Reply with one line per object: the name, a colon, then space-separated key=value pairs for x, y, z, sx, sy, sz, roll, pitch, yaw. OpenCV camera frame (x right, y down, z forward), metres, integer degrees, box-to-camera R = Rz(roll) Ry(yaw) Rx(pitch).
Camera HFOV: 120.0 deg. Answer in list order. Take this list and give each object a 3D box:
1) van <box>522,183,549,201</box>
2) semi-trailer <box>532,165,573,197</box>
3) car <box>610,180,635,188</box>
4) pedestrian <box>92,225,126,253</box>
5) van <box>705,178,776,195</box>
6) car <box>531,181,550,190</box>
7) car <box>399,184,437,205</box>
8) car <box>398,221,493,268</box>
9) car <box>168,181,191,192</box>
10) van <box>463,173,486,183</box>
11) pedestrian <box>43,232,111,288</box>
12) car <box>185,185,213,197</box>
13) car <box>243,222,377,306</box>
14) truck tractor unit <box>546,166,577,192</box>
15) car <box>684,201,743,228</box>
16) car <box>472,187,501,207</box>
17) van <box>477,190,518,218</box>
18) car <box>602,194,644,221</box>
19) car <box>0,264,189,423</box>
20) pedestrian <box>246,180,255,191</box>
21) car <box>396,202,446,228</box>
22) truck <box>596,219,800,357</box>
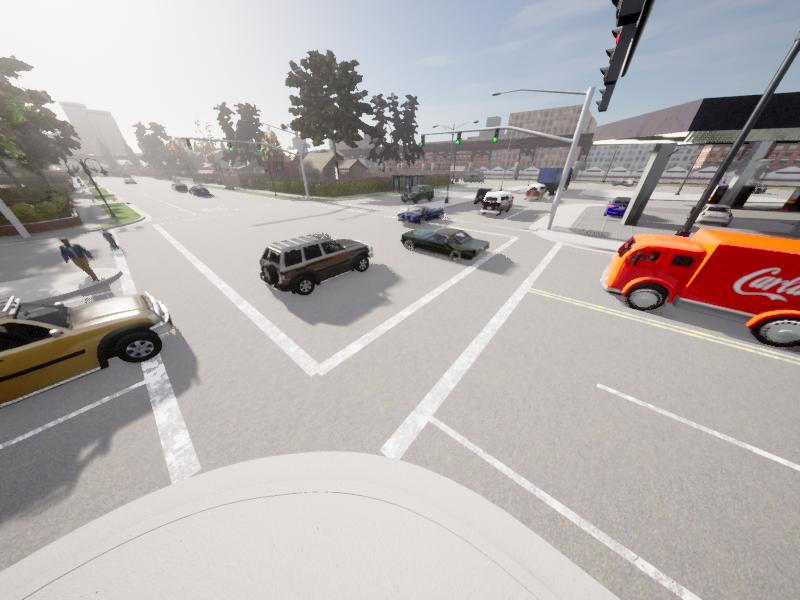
van: x=19.910 y=-15.874 z=33.866 sx=2.069 sy=2.038 sz=4.480 roll=22 pitch=37 yaw=33
semi-trailer: x=27.528 y=-21.509 z=41.241 sx=2.717 sy=4.402 sz=14.254 roll=23 pitch=37 yaw=34
car: x=52.803 y=-27.679 z=54.871 sx=3.806 sy=1.475 sz=1.970 roll=23 pitch=37 yaw=34
pedestrian: x=-16.436 y=-3.480 z=13.085 sx=0.751 sy=1.300 sz=0.751 roll=26 pitch=39 yaw=37
van: x=60.445 y=-20.389 z=41.292 sx=6.366 sy=2.431 sz=2.351 roll=23 pitch=37 yaw=35
car: x=30.204 y=-24.556 z=49.544 sx=2.033 sy=1.411 sz=5.357 roll=23 pitch=37 yaw=34
car: x=2.479 y=-14.378 z=31.262 sx=2.150 sy=2.045 sz=5.566 roll=23 pitch=37 yaw=34
car: x=2.301 y=-3.232 z=12.708 sx=4.718 sy=1.301 sz=1.895 roll=22 pitch=37 yaw=33
car: x=-43.453 y=-22.332 z=45.445 sx=5.238 sy=1.638 sz=1.930 roll=22 pitch=37 yaw=33
van: x=22.218 y=-36.341 z=68.811 sx=5.915 sy=2.561 sz=1.988 roll=23 pitch=37 yaw=34
pedestrian: x=-12.268 y=-1.550 z=8.876 sx=0.751 sy=1.860 sz=0.751 roll=-24 pitch=38 yaw=-36
car: x=-33.565 y=-18.229 z=38.499 sx=4.792 sy=1.488 sz=2.163 roll=22 pitch=37 yaw=33
car: x=-3.332 y=-1.782 z=9.614 sx=1.932 sy=1.855 sz=4.605 roll=22 pitch=37 yaw=34
truck tractor unit: x=32.594 y=-24.462 z=46.551 sx=3.053 sy=4.208 sz=6.516 roll=23 pitch=38 yaw=34
car: x=25.999 y=-7.245 z=19.370 sx=1.970 sy=1.475 sz=3.806 roll=23 pitch=37 yaw=34
car: x=10.956 y=-13.154 z=29.298 sx=1.905 sy=1.878 sz=3.866 roll=23 pitch=37 yaw=34
van: x=9.936 y=-9.861 z=23.440 sx=2.069 sy=2.038 sz=4.480 roll=22 pitch=36 yaw=33
car: x=21.088 y=-8.924 z=21.955 sx=2.242 sy=1.667 sz=4.611 roll=23 pitch=37 yaw=34
car: x=-7.942 y=0.999 z=4.797 sx=1.932 sy=1.855 sz=4.605 roll=22 pitch=37 yaw=34
pedestrian: x=-29.069 y=-22.389 z=44.987 sx=0.751 sy=1.860 sz=0.751 roll=18 pitch=34 yaw=28
car: x=1.944 y=-7.458 z=20.027 sx=1.895 sy=1.301 sz=4.718 roll=22 pitch=37 yaw=34
truck: x=9.832 y=-0.656 z=7.106 sx=5.204 sy=2.467 sz=2.627 roll=22 pitch=37 yaw=31
